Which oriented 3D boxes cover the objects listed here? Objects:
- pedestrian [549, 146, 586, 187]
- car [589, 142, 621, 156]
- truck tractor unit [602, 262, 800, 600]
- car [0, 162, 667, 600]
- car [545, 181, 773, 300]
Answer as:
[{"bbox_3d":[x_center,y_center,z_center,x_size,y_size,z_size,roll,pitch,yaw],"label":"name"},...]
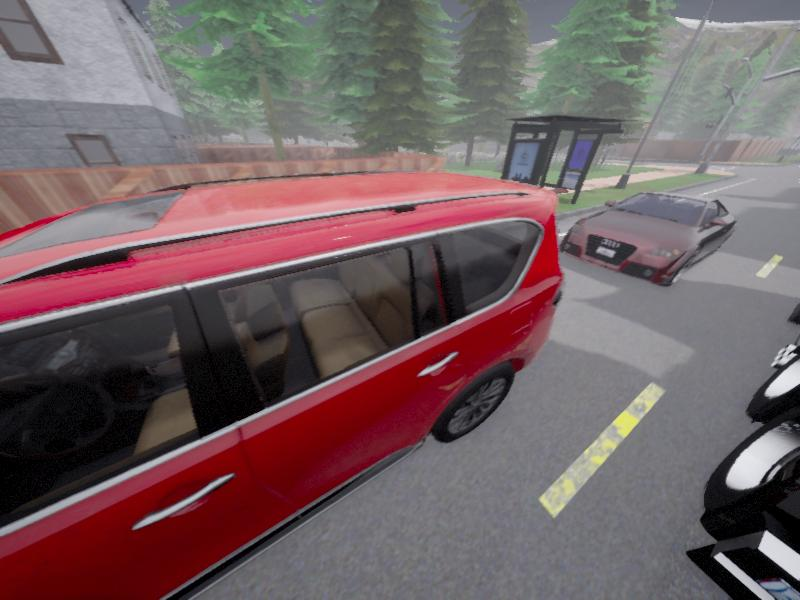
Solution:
[{"bbox_3d":[9.032,-7.224,12.526,0.751,1.860,0.751,-16,38,-22],"label":"pedestrian"},{"bbox_3d":[34.858,-25.658,39.277,4.605,1.855,1.932,-19,39,-25],"label":"car"},{"bbox_3d":[5.109,-0.303,0.786,6.516,4.208,3.053,-18,39,-24],"label":"truck tractor unit"},{"bbox_3d":[-1.185,0.330,1.725,5.566,2.045,2.150,-18,39,-24],"label":"car"},{"bbox_3d":[5.737,-1.647,5.222,4.181,1.385,1.994,-18,39,-24],"label":"car"}]
